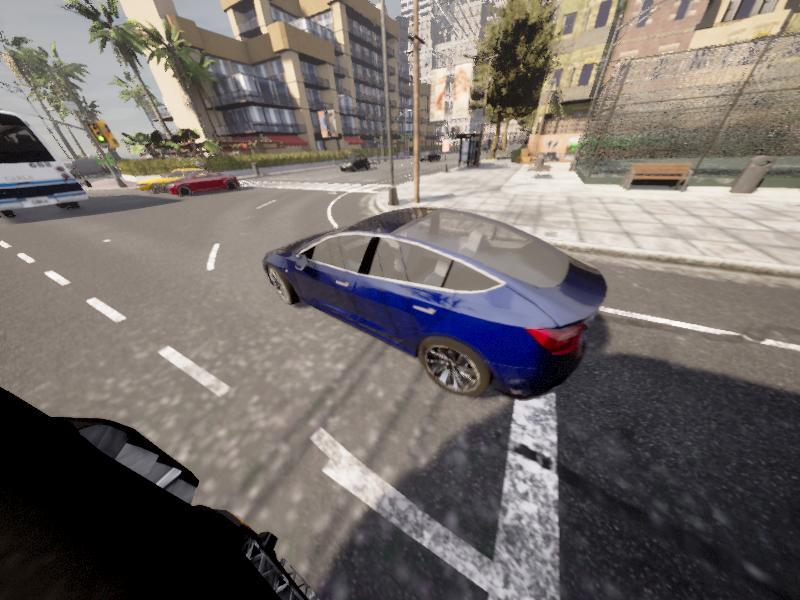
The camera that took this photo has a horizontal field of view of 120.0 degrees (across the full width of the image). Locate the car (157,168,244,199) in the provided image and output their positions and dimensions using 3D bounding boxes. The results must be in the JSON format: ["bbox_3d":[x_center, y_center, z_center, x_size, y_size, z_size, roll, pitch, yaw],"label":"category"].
[{"bbox_3d":[-13.658,-8.194,16.041,4.181,1.385,1.994,-29,42,-34],"label":"car"}]

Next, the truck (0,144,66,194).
[{"bbox_3d":[-39.367,-13.495,23.710,2.891,3.827,8.468,-27,40,-31],"label":"truck"}]

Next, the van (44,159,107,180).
[{"bbox_3d":[-53.666,-21.852,38.504,1.988,2.561,5.915,-6,34,-5],"label":"van"}]

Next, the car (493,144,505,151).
[{"bbox_3d":[28.731,-44.158,66.853,2.163,1.488,4.792,14,37,24],"label":"car"}]

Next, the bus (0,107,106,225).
[{"bbox_3d":[-21.702,-6.989,12.227,10.273,4.253,3.944,15,38,25],"label":"bus"}]

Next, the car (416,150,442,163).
[{"bbox_3d":[4.492,-21.988,35.406,2.033,1.411,5.357,14,37,24],"label":"car"}]

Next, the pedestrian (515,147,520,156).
[{"bbox_3d":[18.416,-23.250,36.212,0.500,1.100,0.500,16,38,26],"label":"pedestrian"}]

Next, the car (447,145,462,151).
[{"bbox_3d":[21.032,-58.700,89.236,5.366,1.575,1.801,17,38,27],"label":"car"}]

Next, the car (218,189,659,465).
[{"bbox_3d":[-0.119,-0.507,3.374,4.792,1.488,2.163,20,40,30],"label":"car"}]

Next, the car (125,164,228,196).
[{"bbox_3d":[-16.832,-9.382,17.872,5.366,1.575,1.801,-25,39,-29],"label":"car"}]

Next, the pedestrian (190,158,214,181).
[{"bbox_3d":[-18.846,-12.414,22.011,0.751,1.860,0.751,1,34,6],"label":"pedestrian"}]

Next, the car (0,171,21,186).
[{"bbox_3d":[-54.894,-16.087,30.841,2.007,1.525,4.514,-12,35,-13],"label":"car"}]

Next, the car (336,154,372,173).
[{"bbox_3d":[-5.201,-15.729,26.526,1.851,1.617,3.988,14,37,24],"label":"car"}]

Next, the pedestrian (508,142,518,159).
[{"bbox_3d":[15.289,-20.317,31.348,0.751,1.860,0.751,16,38,26],"label":"pedestrian"}]
